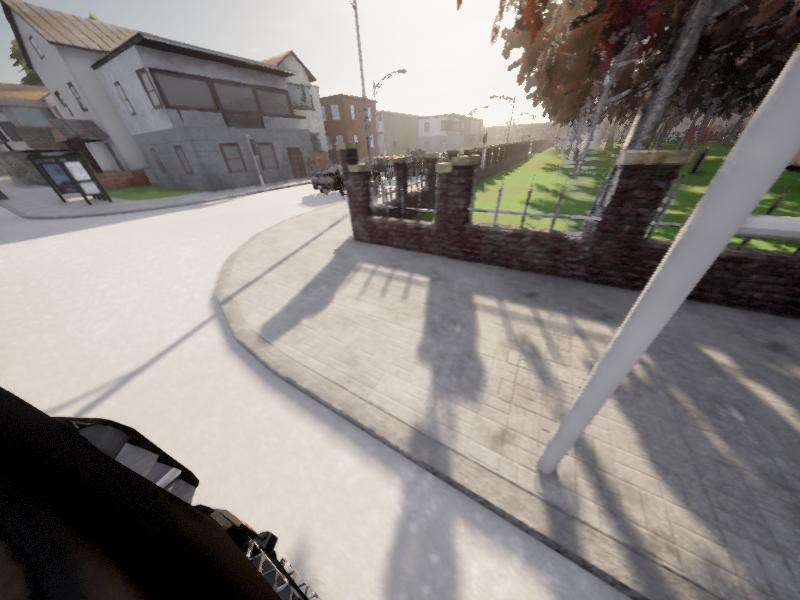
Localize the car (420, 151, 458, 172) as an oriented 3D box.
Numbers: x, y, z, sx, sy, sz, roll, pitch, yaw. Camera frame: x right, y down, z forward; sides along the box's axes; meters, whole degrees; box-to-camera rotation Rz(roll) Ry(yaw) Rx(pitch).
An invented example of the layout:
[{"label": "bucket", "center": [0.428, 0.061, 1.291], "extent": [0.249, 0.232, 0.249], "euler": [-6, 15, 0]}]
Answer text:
[{"label": "car", "center": [4.017, -14.018, 23.273], "extent": [2.128, 1.511, 4.902], "euler": [14, 37, 24]}]

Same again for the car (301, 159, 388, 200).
[{"label": "car", "center": [-3.011, -7.318, 13.766], "extent": [2.128, 1.511, 4.902], "euler": [16, 38, 26]}]

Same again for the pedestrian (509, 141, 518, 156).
[{"label": "pedestrian", "center": [17.915, -23.910, 36.494], "extent": [0.751, 1.860, 0.751], "euler": [14, 37, 23]}]

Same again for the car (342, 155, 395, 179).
[{"label": "car", "center": [-2.648, -12.095, 20.898], "extent": [2.128, 1.511, 4.902], "euler": [16, 38, 26]}]

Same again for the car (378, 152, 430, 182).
[{"label": "car", "center": [0.526, -10.668, 18.413], "extent": [2.033, 1.649, 4.856], "euler": [15, 38, 25]}]

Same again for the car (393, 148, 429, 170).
[{"label": "car", "center": [1.340, -15.879, 25.934], "extent": [1.932, 1.855, 4.605], "euler": [18, 39, 28]}]

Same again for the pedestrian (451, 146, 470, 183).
[{"label": "pedestrian", "center": [3.714, -8.306, 14.189], "extent": [0.751, 1.860, 0.751], "euler": [16, 38, 26]}]

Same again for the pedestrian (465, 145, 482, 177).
[{"label": "pedestrian", "center": [5.114, -9.702, 16.174], "extent": [0.751, 1.860, 0.751], "euler": [16, 38, 26]}]

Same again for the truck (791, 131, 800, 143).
[{"label": "truck", "center": [64.997, -25.588, 34.270], "extent": [2.891, 3.827, 8.468], "euler": [16, 38, 26]}]

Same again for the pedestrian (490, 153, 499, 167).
[{"label": "pedestrian", "center": [9.084, -13.502, 22.251], "extent": [0.500, 1.100, 0.500], "euler": [18, 39, 28]}]

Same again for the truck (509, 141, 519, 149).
[{"label": "truck", "center": [40.481, -55.058, 81.868], "extent": [2.390, 2.098, 6.274], "euler": [14, 37, 23]}]

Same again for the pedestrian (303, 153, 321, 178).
[{"label": "pedestrian", "center": [-7.856, -12.040, 20.651], "extent": [0.751, 1.860, 0.751], "euler": [15, 38, 25]}]

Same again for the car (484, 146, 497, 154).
[{"label": "car", "center": [22.023, -36.379, 55.872], "extent": [1.812, 1.442, 4.674], "euler": [16, 38, 26]}]

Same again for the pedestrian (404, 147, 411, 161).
[{"label": "pedestrian", "center": [1.233, -23.430, 37.030], "extent": [0.751, 1.860, 0.751], "euler": [21, 41, 32]}]

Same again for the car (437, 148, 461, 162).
[{"label": "car", "center": [7.557, -22.210, 35.297], "extent": [1.837, 1.490, 4.892], "euler": [16, 38, 26]}]
